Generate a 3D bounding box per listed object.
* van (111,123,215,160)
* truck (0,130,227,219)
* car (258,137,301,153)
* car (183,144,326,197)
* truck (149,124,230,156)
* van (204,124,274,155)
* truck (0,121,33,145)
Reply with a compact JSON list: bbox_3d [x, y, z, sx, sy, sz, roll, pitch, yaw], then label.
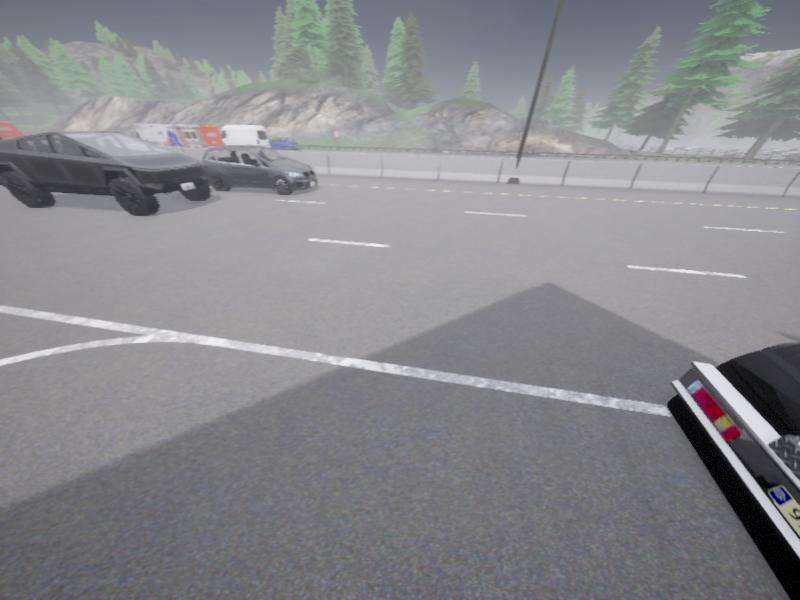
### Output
[{"bbox_3d":[-20.721,-14.034,20.440,6.366,2.431,2.351,7,36,7],"label":"van"},{"bbox_3d":[-9.890,-4.301,7.659,6.274,2.098,2.390,6,36,7],"label":"truck"},{"bbox_3d":[-14.781,-19.234,28.567,4.193,1.474,1.816,7,36,7],"label":"car"},{"bbox_3d":[-6.072,-5.780,10.166,4.611,1.667,2.242,6,36,7],"label":"car"},{"bbox_3d":[-21.006,-16.169,23.336,5.204,2.467,2.627,7,36,7],"label":"truck"},{"bbox_3d":[-17.766,-17.866,25.696,5.915,2.561,1.988,6,36,6],"label":"van"},{"bbox_3d":[-53.332,-21.963,30.365,5.204,2.467,2.627,7,36,7],"label":"truck"}]
